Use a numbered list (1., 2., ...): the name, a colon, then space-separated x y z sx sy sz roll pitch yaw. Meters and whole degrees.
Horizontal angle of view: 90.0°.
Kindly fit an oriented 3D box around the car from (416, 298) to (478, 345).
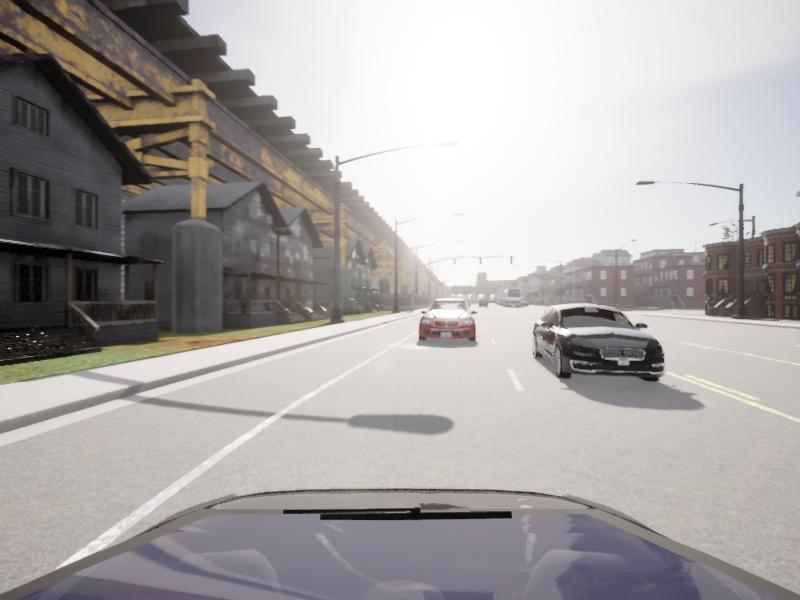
1. car: 2.082 0.765 16.804 2.242 1.667 4.611 0 0 10

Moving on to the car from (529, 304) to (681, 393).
1. car: 4.359 0.854 9.461 1.837 1.490 4.892 0 0 10

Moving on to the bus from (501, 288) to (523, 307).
1. bus: 26.429 -0.471 94.902 3.944 4.253 10.273 0 0 10
